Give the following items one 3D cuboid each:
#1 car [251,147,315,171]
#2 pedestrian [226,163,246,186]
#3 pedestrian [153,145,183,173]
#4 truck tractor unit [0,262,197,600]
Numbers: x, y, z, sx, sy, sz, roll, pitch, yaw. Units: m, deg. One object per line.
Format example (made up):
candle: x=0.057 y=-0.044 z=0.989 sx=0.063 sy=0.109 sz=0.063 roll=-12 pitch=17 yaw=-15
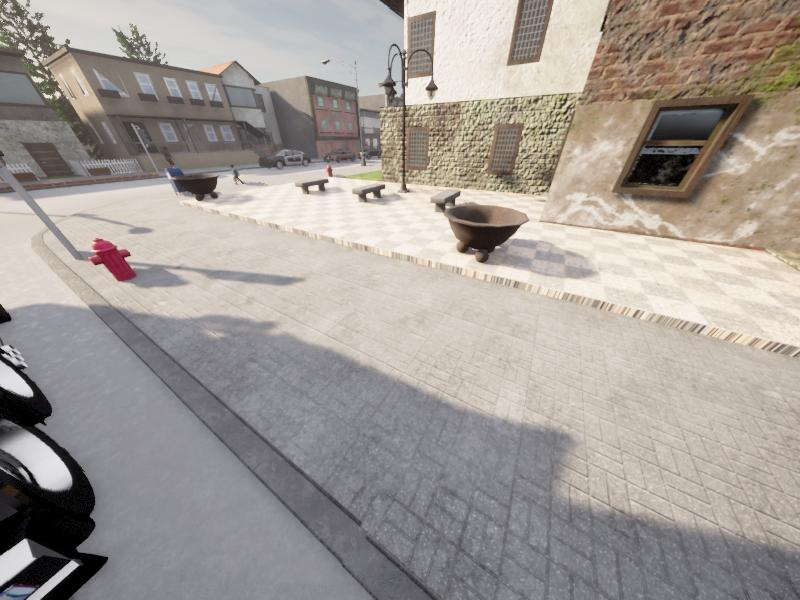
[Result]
car: x=-11.186 y=-13.890 z=22.583 sx=1.930 sy=1.638 sz=5.238 roll=18 pitch=39 yaw=24
pedestrian: x=-9.230 y=-7.072 z=13.015 sx=0.500 sy=1.100 sz=0.500 roll=29 pitch=44 yaw=35
pedestrian: x=-18.573 y=-11.340 z=18.562 sx=0.751 sy=1.860 sz=0.751 roll=11 pitch=36 yaw=16
truck tractor unit: x=-5.106 y=-0.306 z=0.781 sx=6.516 sy=4.208 sz=3.053 roll=19 pitch=39 yaw=24
